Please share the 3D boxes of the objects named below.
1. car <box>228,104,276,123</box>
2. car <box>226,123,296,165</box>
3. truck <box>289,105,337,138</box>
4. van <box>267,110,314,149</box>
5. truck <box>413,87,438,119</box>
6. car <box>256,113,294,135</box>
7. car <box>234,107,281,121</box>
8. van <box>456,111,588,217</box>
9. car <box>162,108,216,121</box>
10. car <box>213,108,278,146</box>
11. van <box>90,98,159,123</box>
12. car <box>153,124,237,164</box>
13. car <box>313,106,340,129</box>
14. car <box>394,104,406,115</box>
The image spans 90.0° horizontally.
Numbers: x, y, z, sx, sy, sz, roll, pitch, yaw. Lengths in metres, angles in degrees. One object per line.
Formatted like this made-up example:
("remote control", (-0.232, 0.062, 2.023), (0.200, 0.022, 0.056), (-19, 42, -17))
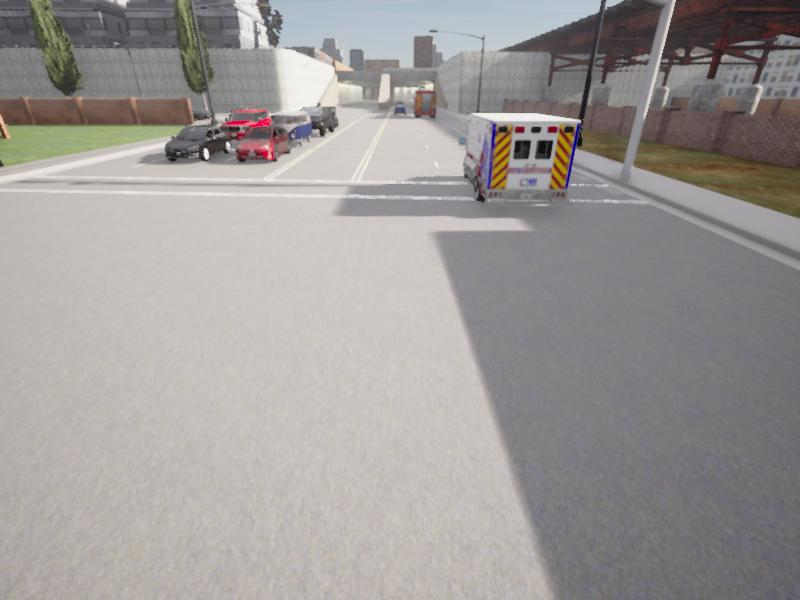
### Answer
("car", (-16.980, -21.528, 46.193), (4.605, 1.855, 1.932), (0, 27, -1))
("car", (-6.994, -8.187, 20.779), (2.007, 1.525, 4.514), (0, 27, 0))
("truck", (-6.903, -14.625, 32.621), (2.390, 2.098, 6.274), (0, 27, 1))
("van", (-6.994, -11.190, 26.094), (1.775, 1.987, 4.442), (0, 27, 0))
("truck", (3.513, -28.066, 56.798), (2.891, 3.827, 8.468), (0, 27, 0))
("car", (-10.544, -15.020, 34.049), (1.970, 1.475, 3.806), (0, 27, -1))
("car", (-17.517, -22.975, 49.394), (4.902, 1.511, 2.128), (0, 27, 0))
("van", (3.507, -4.833, 13.339), (2.351, 2.431, 6.366), (0, 27, 0))
("car", (-25.967, -22.909, 49.365), (5.357, 1.411, 2.033), (0, 27, 0))
("car", (-10.451, -12.031, 27.645), (2.150, 2.045, 5.566), (0, 27, 0))
("van", (-31.536, -21.793, 45.940), (5.915, 2.561, 1.988), (0, 27, -1))
("car", (-10.496, -8.282, 20.987), (1.837, 1.490, 4.892), (0, 27, 0))
("car", (-7.104, -17.909, 39.202), (1.905, 1.878, 3.866), (-1, 28, -1))
("car", (0.008, -30.498, 63.986), (1.882, 1.535, 5.008), (0, 27, 0))
